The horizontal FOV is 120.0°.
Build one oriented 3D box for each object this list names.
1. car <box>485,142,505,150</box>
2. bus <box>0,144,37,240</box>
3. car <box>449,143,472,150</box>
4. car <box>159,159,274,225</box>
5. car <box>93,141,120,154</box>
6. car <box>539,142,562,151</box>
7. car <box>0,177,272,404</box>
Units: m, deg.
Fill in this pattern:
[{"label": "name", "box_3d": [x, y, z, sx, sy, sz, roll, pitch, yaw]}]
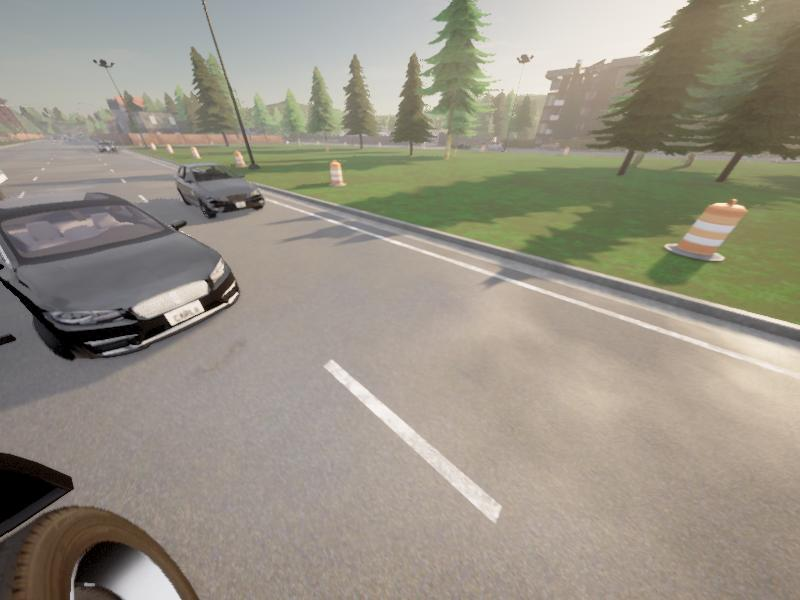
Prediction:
[{"label": "car", "box_3d": [21.144, -34.350, 51.511, 3.633, 1.501, 1.845, 27, 43, 32]}, {"label": "bus", "box_3d": [-15.505, -4.437, 6.354, 10.273, 4.253, 3.944, 27, 43, 32]}, {"label": "car", "box_3d": [13.872, -35.258, 52.934, 4.718, 1.301, 1.895, 27, 43, 32]}, {"label": "car", "box_3d": [-6.691, -4.097, 8.374, 4.193, 1.474, 1.816, 27, 43, 32]}, {"label": "car", "box_3d": [-44.687, -23.263, 35.156, 3.806, 1.475, 1.970, 27, 43, 32]}, {"label": "car", "box_3d": [32.940, -33.734, 50.736, 3.633, 1.501, 1.845, 27, 43, 32]}, {"label": "car", "box_3d": [-4.818, -0.781, 3.665, 4.902, 1.511, 2.128, 19, 37, 22]}]
